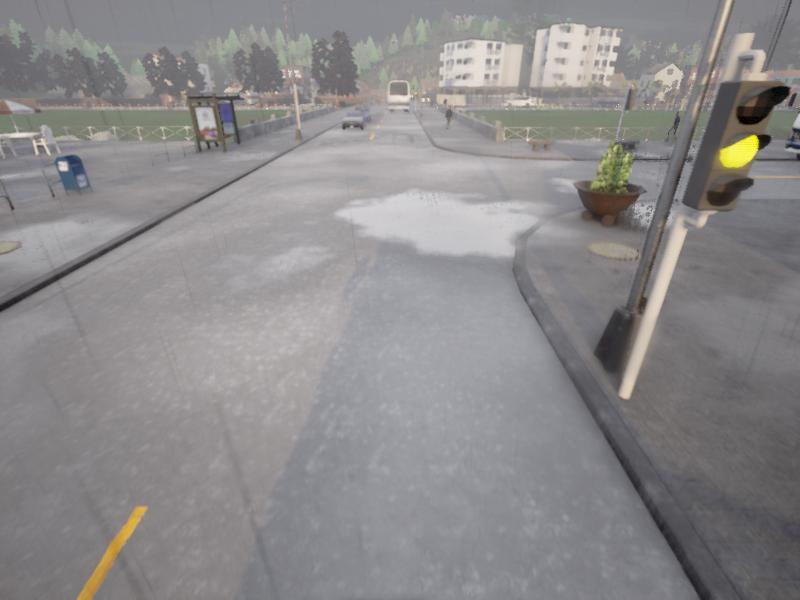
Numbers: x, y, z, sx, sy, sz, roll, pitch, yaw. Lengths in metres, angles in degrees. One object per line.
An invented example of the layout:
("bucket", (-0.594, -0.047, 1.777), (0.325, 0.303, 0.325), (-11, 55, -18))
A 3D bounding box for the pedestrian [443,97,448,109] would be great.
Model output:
("pedestrian", (8.284, -35.875, 72.870), (0.751, 1.860, 0.751), (6, 28, 11))

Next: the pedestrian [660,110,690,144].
("pedestrian", (16.566, -10.437, 24.120), (0.751, 1.860, 0.751), (0, 28, 1))

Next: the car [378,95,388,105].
("car", (-3.965, -46.592, 93.175), (2.150, 2.045, 5.566), (0, 28, 0))

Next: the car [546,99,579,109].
("car", (30.582, -36.949, 75.239), (5.238, 1.638, 1.930), (0, 28, 0))

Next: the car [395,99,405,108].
("car", (0.029, -38.595, 78.489), (1.837, 1.490, 4.892), (0, 28, 0))

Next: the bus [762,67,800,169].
("bus", (22.411, -7.594, 16.368), (10.273, 4.253, 3.944), (0, 28, -1))

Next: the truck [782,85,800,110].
("truck", (74.322, -36.019, 71.158), (8.468, 3.827, 2.891), (0, 28, 0))

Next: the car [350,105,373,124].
("car", (-3.986, -19.562, 42.121), (2.007, 1.525, 4.514), (0, 28, 0))

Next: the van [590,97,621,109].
("van", (38.527, -37.095, 75.154), (4.442, 1.987, 1.775), (0, 28, 0))

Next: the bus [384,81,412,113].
("bus", (-0.112, -32.395, 63.681), (3.944, 4.253, 10.273), (1, 28, 2))

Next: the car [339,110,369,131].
("car", (-3.978, -15.874, 35.222), (2.033, 1.411, 5.357), (0, 28, 0))

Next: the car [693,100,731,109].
("car", (58.635, -36.820, 75.279), (5.357, 1.411, 2.033), (0, 28, 0))

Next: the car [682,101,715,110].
("car", (53.483, -34.961, 71.741), (4.181, 1.385, 1.994), (0, 28, 0))

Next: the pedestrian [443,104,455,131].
("pedestrian", (3.893, -14.546, 31.900), (0.751, 1.860, 0.751), (9, 29, 17))

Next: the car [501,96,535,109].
("car", (22.117, -37.133, 75.147), (5.566, 2.045, 2.150), (0, 28, 0))
